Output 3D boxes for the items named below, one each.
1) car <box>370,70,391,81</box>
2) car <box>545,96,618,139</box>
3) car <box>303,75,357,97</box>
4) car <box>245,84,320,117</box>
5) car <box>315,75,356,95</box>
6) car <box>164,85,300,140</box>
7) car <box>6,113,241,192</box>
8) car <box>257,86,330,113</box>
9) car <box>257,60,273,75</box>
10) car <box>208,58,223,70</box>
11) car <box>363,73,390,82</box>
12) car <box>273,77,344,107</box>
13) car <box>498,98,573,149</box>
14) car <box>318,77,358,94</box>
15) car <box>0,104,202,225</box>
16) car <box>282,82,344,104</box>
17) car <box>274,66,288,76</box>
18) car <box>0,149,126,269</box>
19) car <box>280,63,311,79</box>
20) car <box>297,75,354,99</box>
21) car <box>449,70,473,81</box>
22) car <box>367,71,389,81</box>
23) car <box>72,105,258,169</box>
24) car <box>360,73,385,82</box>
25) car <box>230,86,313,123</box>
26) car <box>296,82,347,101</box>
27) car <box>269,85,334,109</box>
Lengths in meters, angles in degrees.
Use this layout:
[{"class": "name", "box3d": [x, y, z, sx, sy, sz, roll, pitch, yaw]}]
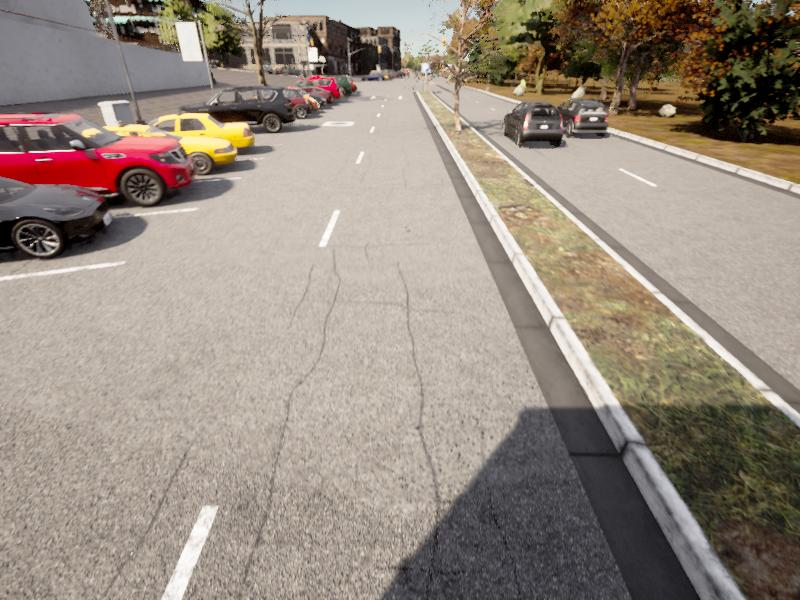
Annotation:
[{"class": "car", "box3d": [-4.468, -51.248, 91.246, 4.442, 1.987, 1.878, -8, 31, -12]}, {"class": "car", "box3d": [8.768, -9.030, 19.686, 1.789, 1.549, 3.705, 0, 31, 0]}, {"class": "car", "box3d": [-7.948, -24.483, 45.727, 5.566, 2.045, 2.435, -11, 31, -16]}, {"class": "car", "box3d": [-8.066, -13.789, 27.598, 4.553, 1.767, 2.185, -11, 32, -17]}, {"class": "car", "box3d": [-7.832, -25.988, 48.365, 4.442, 1.987, 1.878, -11, 31, -16]}, {"class": "car", "box3d": [-8.068, -9.347, 19.755, 5.566, 2.045, 2.435, -11, 32, -17]}, {"class": "car", "box3d": [-7.874, -4.613, 12.194, 5.366, 1.575, 1.946, -11, 32, -17]}, {"class": "car", "box3d": [-8.037, -15.196, 30.262, 4.892, 1.521, 2.231, -11, 31, -17]}, {"class": "car", "box3d": [-25.387, -43.466, 74.883, 2.435, 2.045, 5.566, -5, 30, -19]}, {"class": "car", "box3d": [-34.426, -43.983, 74.640, 2.231, 1.521, 4.892, -5, 29, -19]}, {"class": "car", "box3d": [-5.028, -48.036, 86.183, 5.366, 1.575, 1.946, -8, 31, -12]}, {"class": "car", "box3d": [-8.052, -18.426, 35.310, 5.566, 2.045, 2.435, -11, 32, -17]}, {"class": "car", "box3d": [5.770, -7.855, 17.628, 1.851, 1.617, 3.988, 0, 30, 0]}, {"class": "car", "box3d": [-7.857, -27.397, 50.990, 4.553, 1.767, 2.185, -11, 32, -16]}, {"class": "car", "box3d": [-8.030, -3.272, 9.441, 5.566, 2.045, 2.435, -11, 32, -17]}, {"class": "car", "box3d": [-8.191, -19.693, 37.986, 5.366, 1.575, 1.946, -11, 32, -17]}, {"class": "car", "box3d": [-22.393, -42.949, 75.115, 2.002, 1.452, 4.674, -5, 30, -20]}, {"class": "car", "box3d": [-8.028, -1.502, 6.999, 4.792, 1.488, 2.163, -11, 32, -17]}, {"class": "car", "box3d": [-17.621, -38.596, 67.570, 4.605, 1.855, 1.932, 5, 28, -3]}, {"class": "car", "box3d": [-8.021, -22.957, 43.103, 5.566, 2.045, 2.435, -11, 32, -17]}, {"class": "car", "box3d": [13.055, -48.065, 85.705, 4.442, 1.987, 1.878, -7, 31, -12]}, {"class": "car", "box3d": [-4.934, -49.627, 88.672, 4.553, 1.767, 2.185, -8, 31, -12]}, {"class": "car", "box3d": [-8.219, -6.064, 14.666, 5.366, 1.575, 1.946, -11, 32, -17]}, {"class": "car", "box3d": [-5.672, -46.491, 83.620, 4.792, 1.488, 2.163, -8, 31, -12]}, {"class": "car", "box3d": [-8.006, -12.285, 25.019, 4.553, 1.767, 2.185, -11, 32, -17]}, {"class": "car", "box3d": [-8.001, -21.199, 40.658, 4.674, 1.452, 2.002, -11, 32, -17]}, {"class": "car", "box3d": [-8.052, -16.673, 32.855, 4.792, 1.488, 2.163, -11, 32, -17]}]
